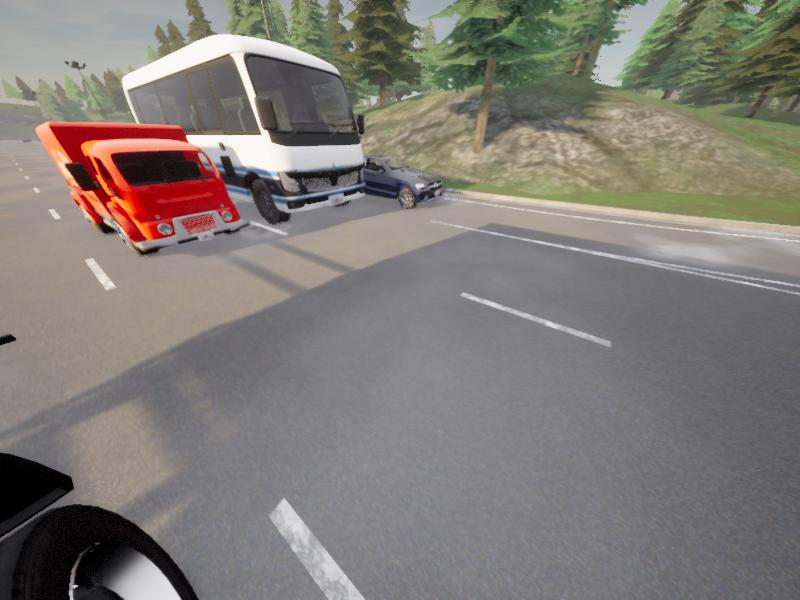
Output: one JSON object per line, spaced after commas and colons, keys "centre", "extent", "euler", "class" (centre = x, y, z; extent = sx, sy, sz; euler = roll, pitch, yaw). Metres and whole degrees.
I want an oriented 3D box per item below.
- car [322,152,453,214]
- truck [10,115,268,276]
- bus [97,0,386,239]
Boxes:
{"centre": [-0.628, -5.166, 9.824], "extent": [5.027, 1.651, 2.152], "euler": [22, 41, 28], "class": "car"}
{"centre": [-6.485, -2.972, 5.926], "extent": [5.204, 2.467, 2.627], "euler": [22, 41, 28], "class": "truck"}
{"centre": [-5.870, -5.999, 8.679], "extent": [10.273, 4.253, 3.944], "euler": [22, 41, 28], "class": "bus"}
